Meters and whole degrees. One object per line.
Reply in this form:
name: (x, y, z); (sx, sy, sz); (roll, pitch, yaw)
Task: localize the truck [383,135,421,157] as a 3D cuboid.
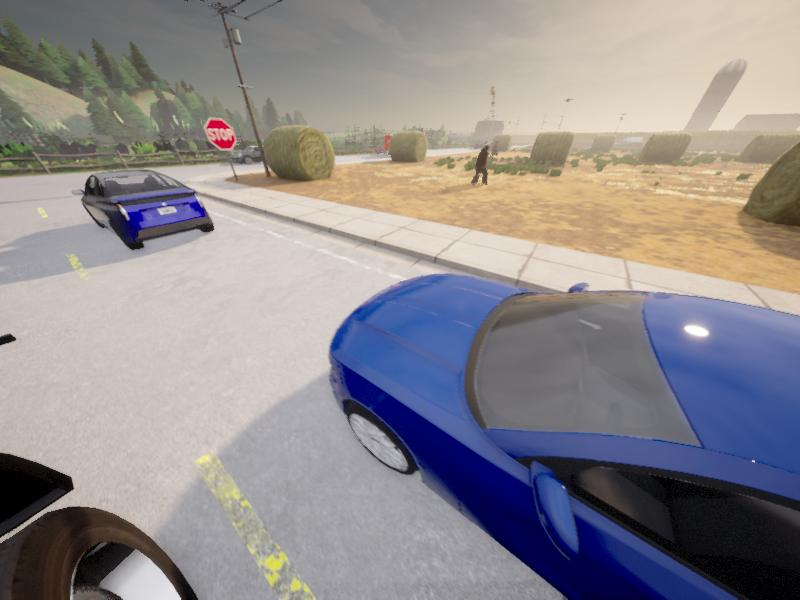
truck: (0.350, -21.968, 32.867); (2.627, 2.467, 5.204); (24, 42, 30)

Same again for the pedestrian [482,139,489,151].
pedestrian: (15.785, -28.602, 42.618); (0.751, 1.860, 0.751); (20, 40, 25)

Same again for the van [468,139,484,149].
van: (18.904, -38.916, 57.466); (1.775, 1.987, 4.442); (24, 42, 30)

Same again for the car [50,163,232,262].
car: (-7.080, -2.682, 6.333); (4.514, 1.525, 2.007); (22, 41, 28)

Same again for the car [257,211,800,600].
car: (1.676, 0.847, 1.386); (5.008, 1.535, 1.882); (22, 41, 28)

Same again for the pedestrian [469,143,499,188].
pedestrian: (4.139, -6.708, 11.504); (0.751, 1.860, 0.751); (-14, 37, -19)

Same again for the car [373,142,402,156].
car: (-1.855, -23.247, 35.482); (2.007, 1.525, 4.514); (24, 42, 30)

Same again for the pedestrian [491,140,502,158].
pedestrian: (11.557, -18.149, 27.761); (0.751, 1.860, 0.751); (15, 38, 20)

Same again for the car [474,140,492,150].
car: (19.042, -35.629, 52.974); (2.097, 1.767, 4.553); (24, 42, 30)

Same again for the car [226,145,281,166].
car: (-14.115, -14.092, 22.445); (1.970, 1.475, 3.806); (24, 42, 30)

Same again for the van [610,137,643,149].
van: (62.228, -43.325, 63.600); (5.915, 2.561, 1.988); (22, 41, 28)
